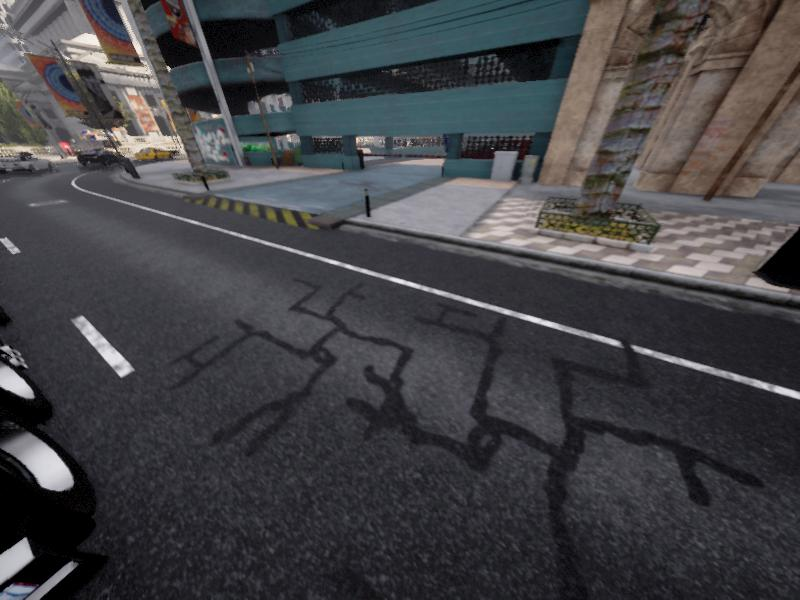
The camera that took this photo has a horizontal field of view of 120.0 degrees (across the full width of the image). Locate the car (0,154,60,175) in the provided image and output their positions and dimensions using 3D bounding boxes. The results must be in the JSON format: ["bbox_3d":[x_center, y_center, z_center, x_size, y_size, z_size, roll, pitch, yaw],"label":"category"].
[{"bbox_3d":[-33.831,-12.245,20.782,1.895,1.301,4.718,-19,39,-24],"label":"car"}]

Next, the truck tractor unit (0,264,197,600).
[{"bbox_3d":[-5.113,-0.298,0.785,6.516,4.208,3.053,18,39,24],"label":"truck tractor unit"}]

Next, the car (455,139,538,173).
[{"bbox_3d":[7.678,-11.771,18.716,5.566,2.045,2.435,18,39,24],"label":"car"}]

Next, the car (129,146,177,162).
[{"bbox_3d":[-34.871,-20.815,32.869,1.801,1.575,5.366,-4,36,-6],"label":"car"}]

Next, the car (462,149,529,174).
[{"bbox_3d":[7.731,-11.433,18.916,4.514,1.523,2.007,18,39,24],"label":"car"}]

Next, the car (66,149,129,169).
[{"bbox_3d":[-32.530,-15.396,25.109,2.128,1.511,4.902,-15,37,-19],"label":"car"}]
